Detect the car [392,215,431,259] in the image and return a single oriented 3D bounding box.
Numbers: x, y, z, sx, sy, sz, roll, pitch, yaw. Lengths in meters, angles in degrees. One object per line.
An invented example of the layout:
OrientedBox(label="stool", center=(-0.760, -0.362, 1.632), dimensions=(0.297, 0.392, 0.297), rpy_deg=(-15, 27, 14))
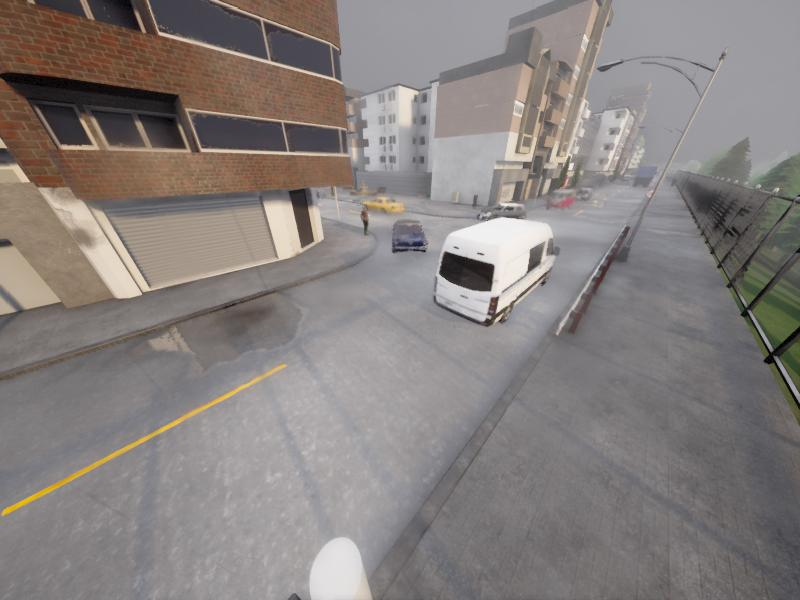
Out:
OrientedBox(label="car", center=(0.544, -3.866, 13.604), dimensions=(1.895, 1.301, 4.718), rpy_deg=(0, 30, 0))

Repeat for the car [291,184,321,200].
OrientedBox(label="car", center=(-14.006, -16.033, 34.196), dimensions=(4.553, 1.767, 2.097), rpy_deg=(27, 39, 38))

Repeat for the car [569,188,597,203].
OrientedBox(label="car", center=(25.076, -14.393, 31.667), dimensions=(1.970, 1.475, 3.806), rpy_deg=(27, 39, 38))

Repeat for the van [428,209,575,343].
OrientedBox(label="van", center=(3.700, -1.360, 7.988), dimensions=(5.915, 2.561, 1.988), rpy_deg=(-27, 39, -38))

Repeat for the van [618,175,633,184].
OrientedBox(label="van", center=(62.443, -33.317, 63.879), dimensions=(2.069, 2.038, 4.480), rpy_deg=(27, 39, 38))

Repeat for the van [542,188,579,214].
OrientedBox(label="van", center=(17.284, -10.718, 24.791), dimensions=(4.442, 1.987, 1.775), rpy_deg=(-27, 39, -38))

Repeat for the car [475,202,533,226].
OrientedBox(label="car", center=(8.630, -7.289, 19.445), dimensions=(3.806, 1.475, 1.970), rpy_deg=(-5, 30, -9))

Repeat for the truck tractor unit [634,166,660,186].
OrientedBox(label="truck tractor unit", center=(64.338, -32.385, 60.077), dimensions=(3.053, 4.208, 6.516), rpy_deg=(26, 40, 38))

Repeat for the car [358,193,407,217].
OrientedBox(label="car", center=(-1.904, -9.879, 23.782), dimensions=(5.366, 1.575, 1.801), rpy_deg=(27, 39, 38))

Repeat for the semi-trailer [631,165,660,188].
OrientedBox(label="semi-trailer", center=(58.747, -29.667, 55.181), dimensions=(14.254, 4.402, 2.717), rpy_deg=(-26, 39, -38))

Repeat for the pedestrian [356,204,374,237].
OrientedBox(label="pedestrian", center=(-2.244, -5.141, 14.973), dimensions=(0.751, 1.860, 0.751), rpy_deg=(24, 38, 36))
